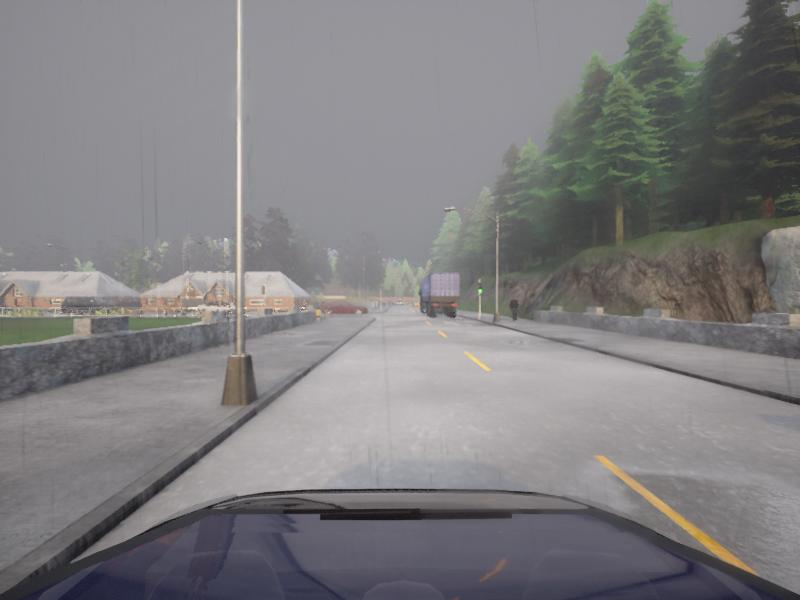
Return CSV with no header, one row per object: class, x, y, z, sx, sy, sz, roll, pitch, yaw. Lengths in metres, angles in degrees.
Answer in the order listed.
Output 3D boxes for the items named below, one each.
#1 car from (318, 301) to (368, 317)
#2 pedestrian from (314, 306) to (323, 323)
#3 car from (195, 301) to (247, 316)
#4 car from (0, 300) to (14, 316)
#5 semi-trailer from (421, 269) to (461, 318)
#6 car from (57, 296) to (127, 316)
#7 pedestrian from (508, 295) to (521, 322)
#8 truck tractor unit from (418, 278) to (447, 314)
car,-5.893,0.887,41.718,5.008,1.535,1.882,1,0,-4
pedestrian,-5.376,0.945,26.313,0.500,1.100,0.500,0,0,0
car,-18.479,0.892,41.511,4.514,1.525,2.007,0,0,0
car,-42.890,0.852,41.504,3.988,1.617,1.851,0,0,0
semi-trailer,4.003,-0.554,42.493,2.717,4.402,14.254,0,0,0
car,-31.879,0.633,41.509,5.566,2.045,2.150,0,0,0
pedestrian,7.803,0.575,27.308,0.751,1.860,0.751,0,0,11
truck tractor unit,3.991,-0.448,50.408,3.053,4.208,6.516,0,0,0
